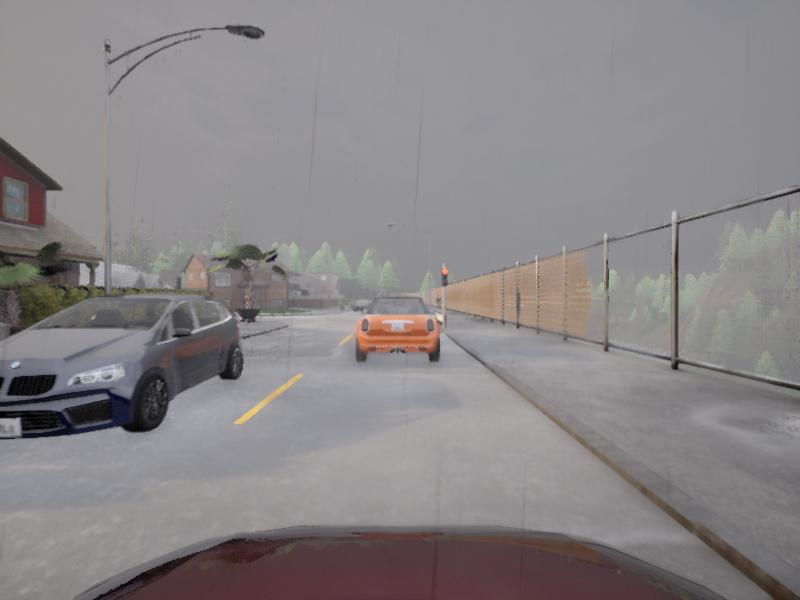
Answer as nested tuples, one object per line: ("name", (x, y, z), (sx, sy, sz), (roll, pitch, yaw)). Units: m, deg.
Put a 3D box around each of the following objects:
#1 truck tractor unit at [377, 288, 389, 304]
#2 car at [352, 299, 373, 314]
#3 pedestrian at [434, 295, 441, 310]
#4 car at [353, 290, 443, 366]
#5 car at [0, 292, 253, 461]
("truck tractor unit", (-4.519, -0.991, 106.651), (3.053, 4.208, 6.516), (0, 0, -2))
("car", (-4.041, 0.627, 44.037), (1.882, 1.535, 5.008), (0, 0, 0))
("pedestrian", (4.693, 0.311, 50.006), (0.751, 1.860, 0.751), (0, 0, 1))
("car", (-0.041, 0.643, 11.561), (2.097, 1.767, 4.553), (0, 0, 0))
("car", (-4.123, 0.724, 6.241), (2.242, 1.667, 4.611), (0, 1, -4))
